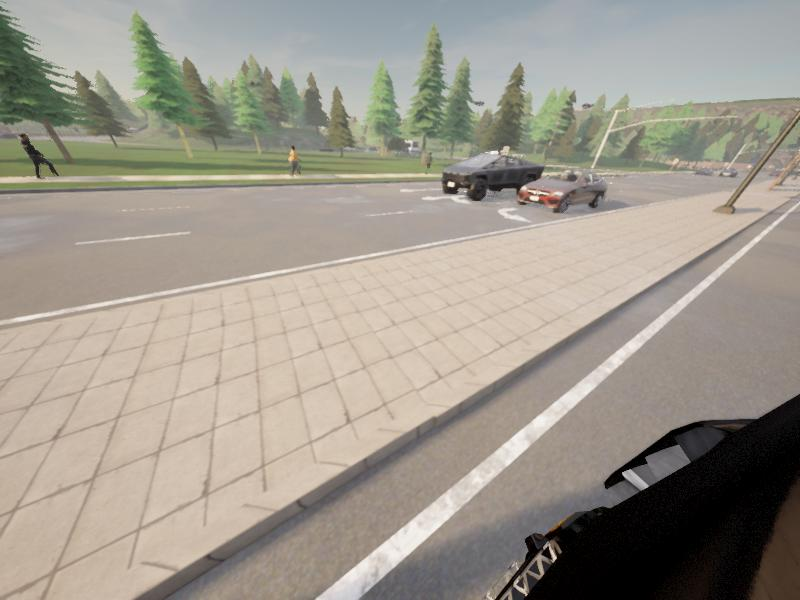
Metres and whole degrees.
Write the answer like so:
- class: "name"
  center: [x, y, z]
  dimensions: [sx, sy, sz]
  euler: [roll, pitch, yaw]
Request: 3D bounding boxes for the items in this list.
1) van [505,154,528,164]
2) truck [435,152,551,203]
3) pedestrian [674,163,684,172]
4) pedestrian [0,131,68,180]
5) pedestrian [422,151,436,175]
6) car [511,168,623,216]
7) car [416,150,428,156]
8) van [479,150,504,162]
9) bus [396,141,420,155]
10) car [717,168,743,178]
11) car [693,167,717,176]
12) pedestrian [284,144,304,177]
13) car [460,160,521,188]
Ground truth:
- class: "van"
  center: [30.255, -36.721, 60.080]
  dimensions: [2.069, 2.038, 4.480]
  euler: [-16, 38, -26]
- class: "truck"
  center: [5.340, -7.100, 13.244]
  dimensions: [6.274, 2.098, 2.390]
  euler: [-16, 38, -27]
- class: "pedestrian"
  center: [67.221, -31.958, 55.667]
  dimensions: [0.751, 1.860, 0.751]
  euler: [-17, 38, -28]
- class: "pedestrian"
  center: [-16.687, -6.593, 10.607]
  dimensions: [0.751, 1.860, 0.751]
  euler: [-17, 38, -27]
- class: "pedestrian"
  center: [2.641, -12.445, 21.004]
  dimensions: [0.751, 1.860, 0.751]
  euler: [-20, 40, -30]
- class: "car"
  center: [8.296, -5.525, 11.531]
  dimensions: [5.027, 1.651, 2.152]
  euler: [-17, 38, -27]
- class: "car"
  center: [8.575, -57.719, 90.454]
  dimensions: [1.930, 1.638, 5.238]
  euler: [-16, 38, -26]
- class: "van"
  center: [24.488, -38.785, 62.247]
  dimensions: [1.988, 2.561, 5.915]
  euler: [-16, 38, -26]
- class: "bus"
  center: [2.780, -56.773, 86.181]
  dimensions: [3.944, 4.253, 10.273]
  euler: [-16, 38, -26]
- class: "car"
  center: [68.633, -26.486, 48.059]
  dimensions: [4.856, 1.649, 2.033]
  euler: [-17, 38, -27]
- class: "car"
  center: [66.371, -28.011, 50.271]
  dimensions: [4.974, 1.542, 2.038]
  euler: [-17, 38, -27]
- class: "pedestrian"
  center: [-7.101, -9.347, 15.539]
  dimensions: [0.751, 1.860, 0.751]
  euler: [-16, 38, -26]
- class: "car"
  center: [6.876, -9.609, 17.607]
  dimensions: [3.988, 1.617, 1.851]
  euler: [-17, 38, -27]
